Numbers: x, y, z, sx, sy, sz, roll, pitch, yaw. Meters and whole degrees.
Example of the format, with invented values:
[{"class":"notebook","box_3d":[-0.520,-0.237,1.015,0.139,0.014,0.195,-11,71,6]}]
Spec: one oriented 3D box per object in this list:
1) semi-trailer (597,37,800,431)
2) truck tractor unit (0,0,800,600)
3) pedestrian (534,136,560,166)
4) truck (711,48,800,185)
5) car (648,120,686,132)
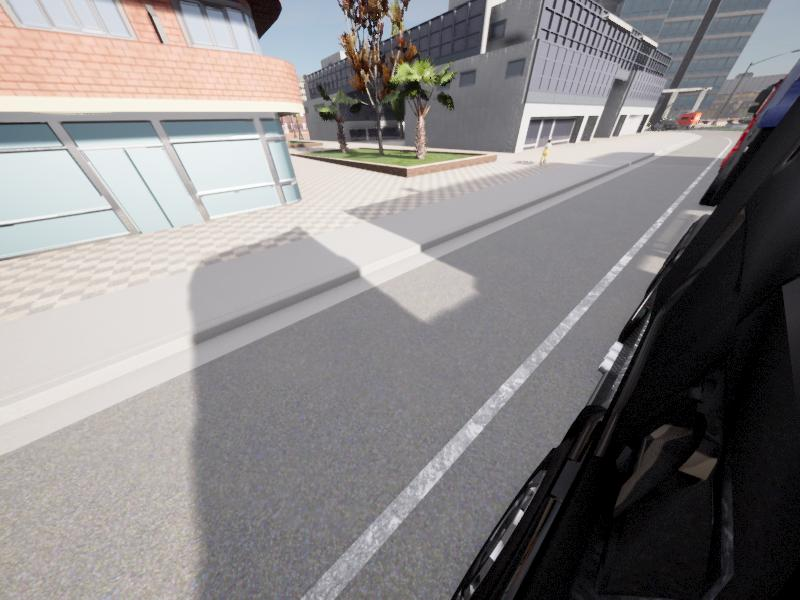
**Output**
[{"class":"semi-trailer","box_3d":[8.725,-3.578,4.214,14.254,4.402,2.717,-28,43,-30]},{"class":"truck tractor unit","box_3d":[2.645,-0.295,0.351,6.516,4.208,3.053,-28,44,-30]},{"class":"pedestrian","box_3d":[8.123,-8.262,12.821,0.751,1.300,0.751,22,43,29]},{"class":"truck","box_3d":[17.380,-7.816,9.891,8.468,3.827,2.891,-28,43,-30]},{"class":"car","box_3d":[46.707,-30.590,40.626,2.038,1.542,4.974,7,38,13]}]
